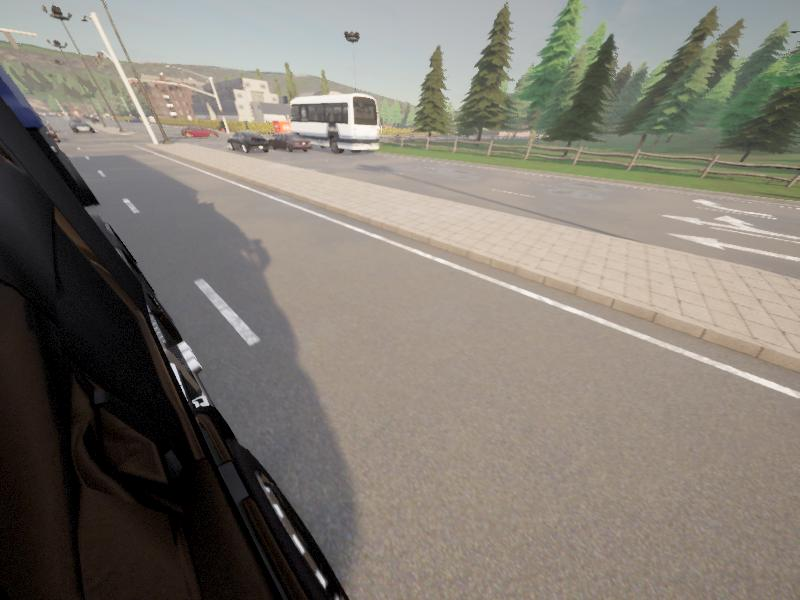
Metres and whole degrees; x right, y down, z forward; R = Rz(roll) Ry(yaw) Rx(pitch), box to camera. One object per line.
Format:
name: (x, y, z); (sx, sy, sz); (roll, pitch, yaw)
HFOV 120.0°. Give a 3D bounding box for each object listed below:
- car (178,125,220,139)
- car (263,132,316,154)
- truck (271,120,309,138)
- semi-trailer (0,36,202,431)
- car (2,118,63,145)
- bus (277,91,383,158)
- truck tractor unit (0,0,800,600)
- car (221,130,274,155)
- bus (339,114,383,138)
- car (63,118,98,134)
car: (-28.330, -23.674, 32.615); (4.181, 1.385, 1.994); (-24, 44, -31)
car: (-10.575, -15.041, 22.051); (5.357, 1.411, 2.033); (28, 44, 30)
truck: (-20.272, -31.648, 42.881); (2.627, 2.467, 5.204); (28, 44, 30)
semi-trailer: (-8.745, -3.557, 4.205); (14.254, 4.402, 2.717); (27, 43, 29)
car: (-32.107, -14.848, 20.329); (5.027, 1.651, 2.152); (28, 44, 30)
bus: (-6.766, -16.828, 22.282); (10.273, 4.253, 3.944); (28, 44, 30)
truck tractor unit: (-2.645, -0.295, 0.352); (6.516, 4.208, 3.053); (28, 44, 30)
car: (-13.346, -13.820, 20.164); (4.892, 1.490, 1.837); (28, 44, 30)
bus: (-9.325, -42.901, 57.134); (3.944, 4.253, 10.273); (29, 44, 31)
car: (-44.383, -24.132, 32.067); (4.856, 1.649, 2.033); (27, 43, 29)
